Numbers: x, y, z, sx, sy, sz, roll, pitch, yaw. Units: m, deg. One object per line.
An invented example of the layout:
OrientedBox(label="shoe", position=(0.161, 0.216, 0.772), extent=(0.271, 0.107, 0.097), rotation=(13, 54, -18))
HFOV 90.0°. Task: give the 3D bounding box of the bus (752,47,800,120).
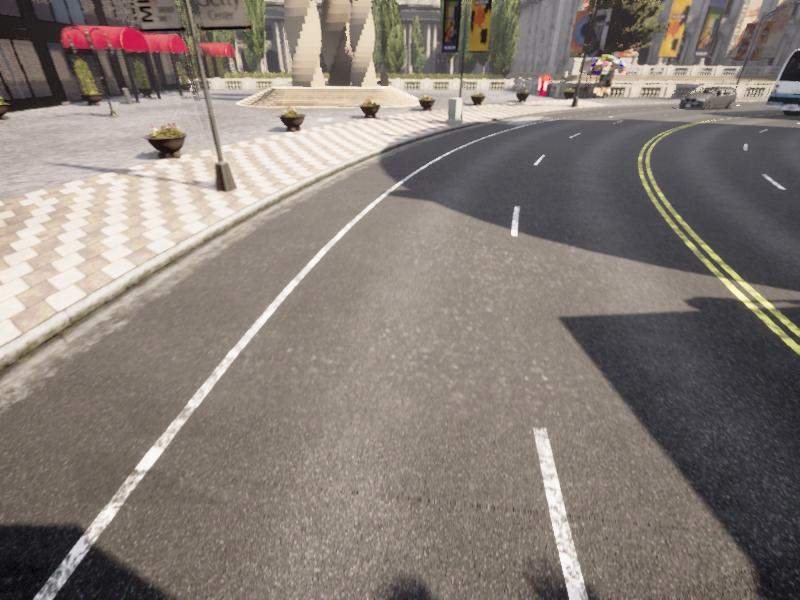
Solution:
OrientedBox(label="bus", position=(31.409, -15.414, 28.456), extent=(10.273, 4.253, 3.944), rotation=(-11, 32, -19))

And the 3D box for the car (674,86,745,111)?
OrientedBox(label="car", position=(25.871, -16.916, 33.513), extent=(4.611, 1.667, 2.242), rotation=(-12, 32, -20))
